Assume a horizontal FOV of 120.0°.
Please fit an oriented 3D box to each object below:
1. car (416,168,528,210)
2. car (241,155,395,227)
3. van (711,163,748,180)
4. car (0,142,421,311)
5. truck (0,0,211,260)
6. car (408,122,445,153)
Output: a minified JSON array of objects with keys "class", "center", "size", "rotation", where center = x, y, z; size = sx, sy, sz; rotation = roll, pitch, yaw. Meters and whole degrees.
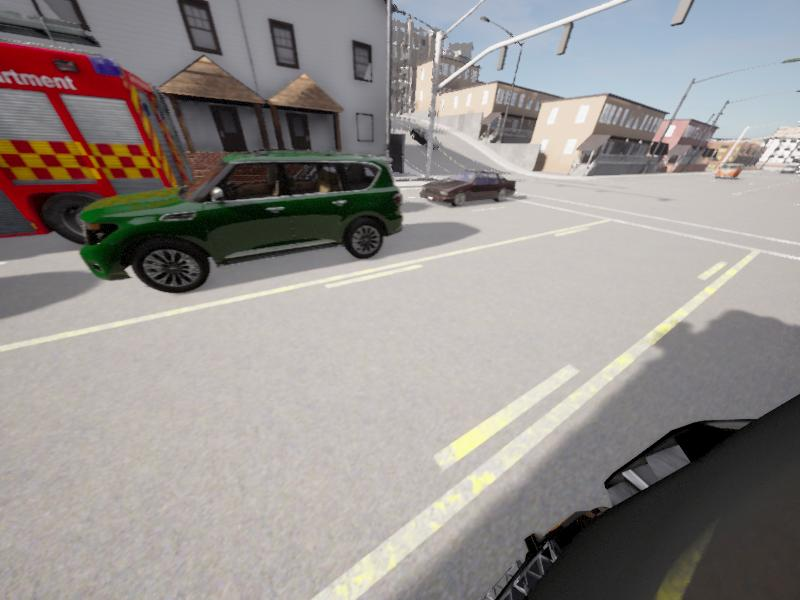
[{"class":"car","center":[3.630,-5.682,11.526],"size":[5.357,1.411,2.033],"rotation":[-18,39,-28]},{"class":"car","center":[-2.688,-4.008,8.204],"size":[4.553,1.767,2.097],"rotation":[-16,38,-26]},{"class":"van","center":[47.956,-18.698,33.634],"size":[4.442,1.987,1.775],"rotation":[-16,38,-26]},{"class":"car","center":[-2.555,-1.919,4.828],"size":[5.566,2.045,2.150],"rotation":[-16,38,-26]},{"class":"truck","center":[-9.523,-2.874,4.191],"size":[8.468,3.827,2.891],"rotation":[-16,38,-26]},{"class":"car","center":[3.236,-20.431,29.058],"size":[1.882,1.535,5.008],"rotation":[-17,58,-27]}]
